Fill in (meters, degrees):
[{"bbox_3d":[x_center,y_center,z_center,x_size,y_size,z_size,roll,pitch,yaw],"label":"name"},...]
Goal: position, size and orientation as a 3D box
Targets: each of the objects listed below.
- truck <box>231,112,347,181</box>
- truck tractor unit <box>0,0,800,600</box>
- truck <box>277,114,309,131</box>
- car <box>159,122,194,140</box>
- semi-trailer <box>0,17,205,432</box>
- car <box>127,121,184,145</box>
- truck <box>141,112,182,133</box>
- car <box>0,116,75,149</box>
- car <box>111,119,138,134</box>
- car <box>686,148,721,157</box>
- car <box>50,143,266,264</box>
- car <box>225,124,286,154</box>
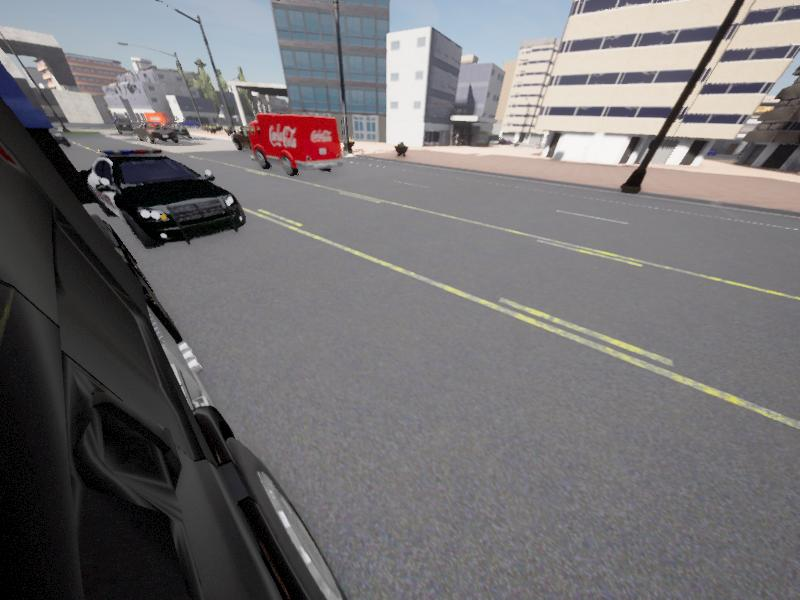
[{"bbox_3d":[-5.723,-8.175,12.144,5.204,2.467,2.627,25,42,26],"label":"truck"},{"bbox_3d":[-2.645,-0.295,0.351,6.516,4.208,3.053,28,44,30],"label":"truck tractor unit"},{"bbox_3d":[-34.002,-56.605,73.795,2.891,3.827,8.468,24,42,26],"label":"truck"},{"bbox_3d":[-26.804,-20.280,27.662,3.705,1.549,1.789,28,43,29],"label":"car"},{"bbox_3d":[-8.916,-3.452,3.993,14.254,4.402,2.717,26,42,27],"label":"semi-trailer"},{"bbox_3d":[-23.429,-15.994,22.103,5.027,1.651,2.152,25,42,27],"label":"car"},{"bbox_3d":[-37.765,-28.262,36.821,2.627,2.467,5.204,-14,40,-20],"label":"truck"},{"bbox_3d":[-26.298,-12.107,16.678,4.611,1.667,2.242,24,42,26],"label":"car"},{"bbox_3d":[-37.141,-23.432,31.177,1.789,1.549,3.705,-27,46,-34],"label":"car"},{"bbox_3d":[72.711,-35.470,55.466,4.514,1.525,2.007,22,41,26],"label":"car"},{"bbox_3d":[-5.851,-2.691,5.595,4.974,1.542,2.038,25,42,27],"label":"car"},{"bbox_3d":[-12.000,-13.424,19.219,4.605,1.855,1.932,24,42,27],"label":"car"}]
